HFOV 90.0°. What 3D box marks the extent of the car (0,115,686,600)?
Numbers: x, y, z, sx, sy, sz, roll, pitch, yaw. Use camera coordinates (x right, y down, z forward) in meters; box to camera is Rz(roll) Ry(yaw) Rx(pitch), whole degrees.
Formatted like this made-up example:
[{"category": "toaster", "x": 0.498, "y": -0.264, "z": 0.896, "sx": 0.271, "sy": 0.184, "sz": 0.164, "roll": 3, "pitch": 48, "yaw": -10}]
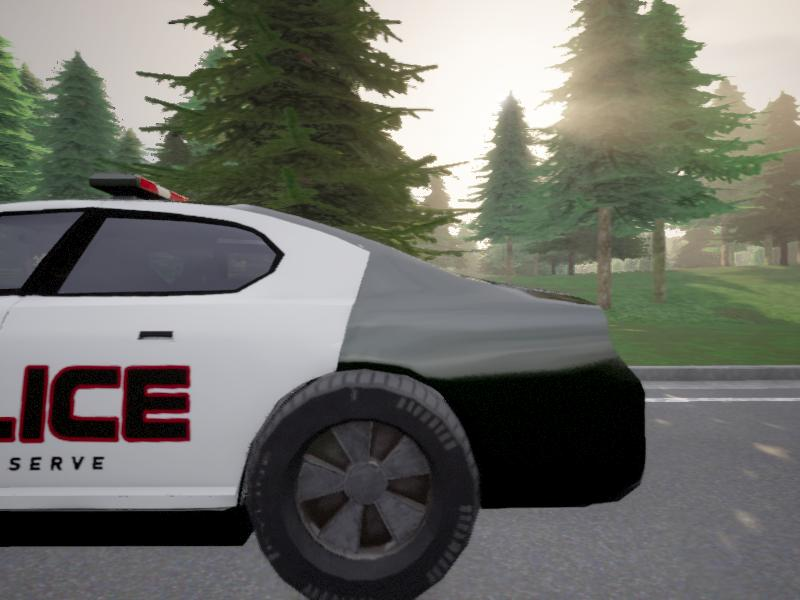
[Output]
[{"category": "car", "x": -1.642, "y": 0.229, "z": 2.202, "sx": 4.974, "sy": 1.542, "sz": 2.038, "roll": 0, "pitch": 0, "yaw": 0}]
